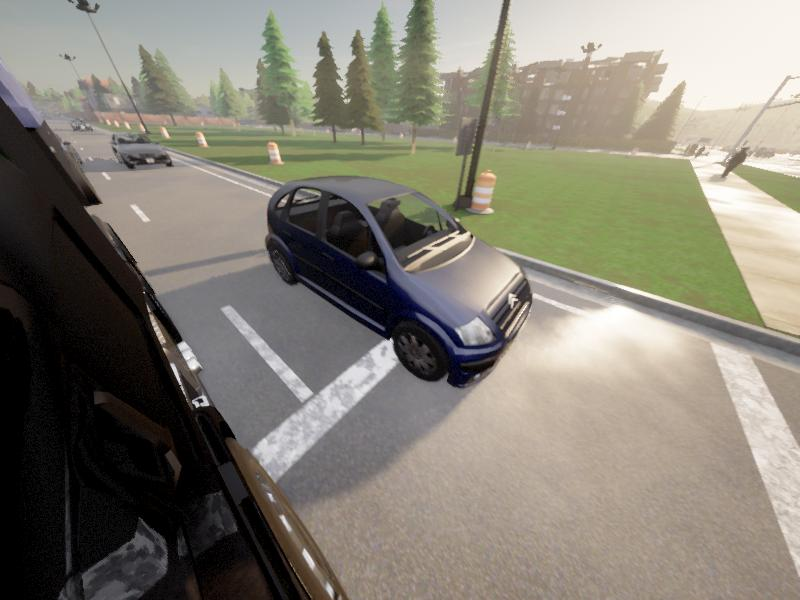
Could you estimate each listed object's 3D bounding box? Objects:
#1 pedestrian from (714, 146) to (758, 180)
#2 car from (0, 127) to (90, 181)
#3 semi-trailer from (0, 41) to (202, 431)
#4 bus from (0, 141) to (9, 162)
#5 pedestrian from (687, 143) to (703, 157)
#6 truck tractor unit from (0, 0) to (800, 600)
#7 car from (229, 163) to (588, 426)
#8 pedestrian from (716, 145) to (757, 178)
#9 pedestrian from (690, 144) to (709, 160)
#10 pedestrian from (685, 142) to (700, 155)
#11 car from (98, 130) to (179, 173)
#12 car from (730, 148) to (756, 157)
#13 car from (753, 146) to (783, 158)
[{"bbox_3d":[22.090,-9.042,15.245,0.751,1.860,0.751,-26,46,-33],"label":"pedestrian"},{"bbox_3d":[-15.958,-6.613,10.258,4.902,1.511,2.128,31,45,32],"label":"car"},{"bbox_3d":[-8.714,-3.588,4.221,14.254,4.402,2.717,28,44,30],"label":"semi-trailer"},{"bbox_3d":[-22.282,-8.195,9.696,10.273,4.253,3.944,28,44,30],"label":"bus"},{"bbox_3d":[48.609,-24.712,38.087,0.751,1.860,0.751,30,45,32],"label":"pedestrian"},{"bbox_3d":[-2.645,-0.295,0.351,6.516,4.208,3.053,28,44,30],"label":"truck tractor unit"},{"bbox_3d":[-0.255,-0.703,3.228,3.988,1.617,1.851,28,44,30],"label":"car"},{"bbox_3d":[23.643,-9.754,16.291,0.751,1.860,0.751,-29,47,-35],"label":"pedestrian"},{"bbox_3d":[41.275,-20.373,31.833,0.751,1.860,0.751,29,44,31],"label":"pedestrian"},{"bbox_3d":[52.387,-27.169,41.351,0.751,1.860,0.751,-25,45,-32],"label":"pedestrian"},{"bbox_3d":[-13.711,-7.859,12.091,4.193,1.474,1.816,28,44,30],"label":"car"},{"bbox_3d":[71.041,-30.641,47.895,1.895,1.301,4.718,28,44,30],"label":"car"},{"bbox_3d":[74.890,-30.239,47.121,1.905,1.878,3.866,28,44,30],"label":"car"}]
